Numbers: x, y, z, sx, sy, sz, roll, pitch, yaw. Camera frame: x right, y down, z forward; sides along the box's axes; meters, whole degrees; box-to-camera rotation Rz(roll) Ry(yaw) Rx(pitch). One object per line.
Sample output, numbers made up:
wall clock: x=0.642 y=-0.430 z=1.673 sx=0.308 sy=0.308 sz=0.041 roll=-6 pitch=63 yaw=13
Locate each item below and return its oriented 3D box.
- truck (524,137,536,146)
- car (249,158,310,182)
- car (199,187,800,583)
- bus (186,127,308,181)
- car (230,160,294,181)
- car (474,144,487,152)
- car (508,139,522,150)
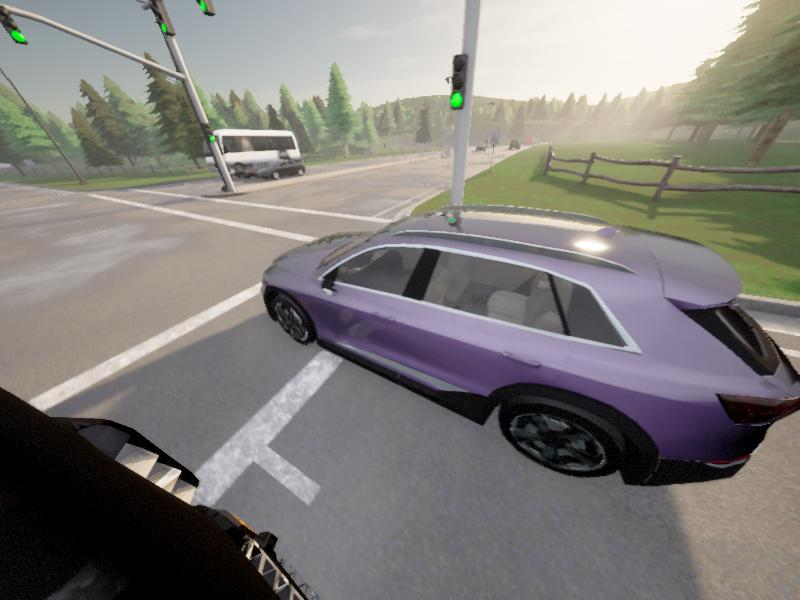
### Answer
truck: x=47.935 y=-58.563 z=85.222 sx=2.627 sy=2.467 sz=5.204 roll=19 pitch=40 yaw=29
car: x=-11.380 y=-12.583 z=22.235 sx=1.837 sy=1.490 sz=4.892 roll=14 pitch=37 yaw=24
car: x=0.371 y=-0.169 z=2.680 sx=4.856 sy=1.649 sz=2.033 roll=16 pitch=38 yaw=27
bus: x=-16.307 y=-16.661 z=26.227 sx=3.944 sy=4.253 sz=10.273 roll=14 pitch=37 yaw=24
car: x=-14.183 y=-13.665 z=24.160 sx=2.033 sy=1.411 sz=5.357 roll=14 pitch=37 yaw=24
car: x=20.031 y=-37.626 z=57.084 sx=1.837 sy=1.490 sz=4.892 roll=15 pitch=38 yaw=25
car: x=28.995 y=-39.214 z=58.261 sx=2.150 sy=2.045 sz=5.566 roll=15 pitch=38 yaw=25
